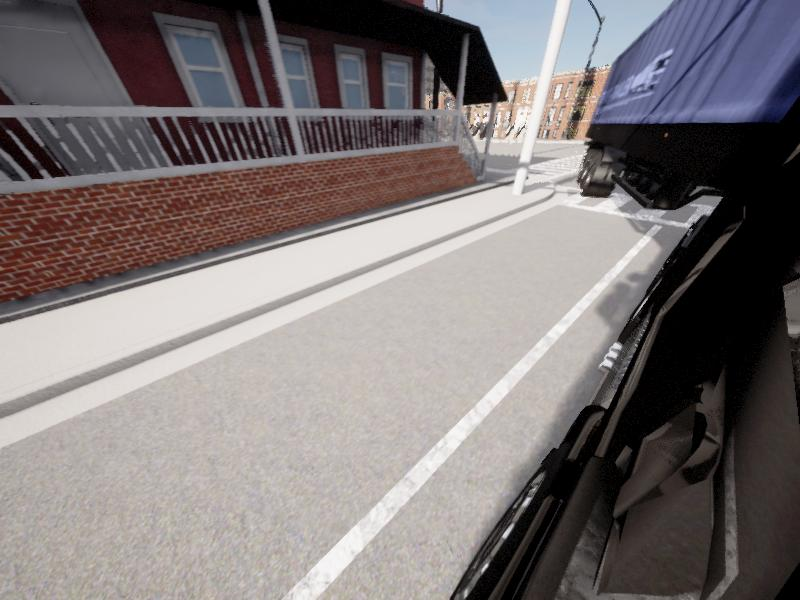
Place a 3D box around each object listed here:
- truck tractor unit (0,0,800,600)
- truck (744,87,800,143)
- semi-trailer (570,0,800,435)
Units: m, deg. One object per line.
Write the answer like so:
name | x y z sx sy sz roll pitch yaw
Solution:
truck tractor unit | 2.645 -0.295 0.351 6.516 4.208 3.053 -28 44 -30
truck | 36.510 -17.359 21.755 8.468 3.827 2.891 -27 43 -29
semi-trailer | 6.901 -4.405 5.452 2.717 4.402 14.254 17 41 22
